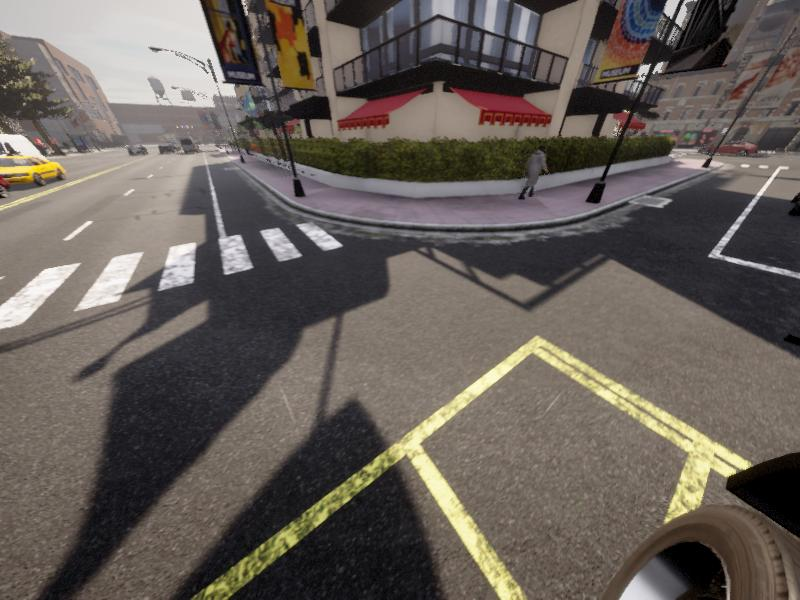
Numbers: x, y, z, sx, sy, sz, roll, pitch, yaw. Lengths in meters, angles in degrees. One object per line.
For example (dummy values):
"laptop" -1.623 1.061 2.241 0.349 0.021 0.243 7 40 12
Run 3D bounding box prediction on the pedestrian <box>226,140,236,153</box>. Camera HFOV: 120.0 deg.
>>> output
"pedestrian" -29.292 -26.666 40.023 0.751 1.860 0.751 -25 42 -31

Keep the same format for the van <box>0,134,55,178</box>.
"van" -30.387 -11.146 17.751 1.988 2.561 5.915 -22 40 -28

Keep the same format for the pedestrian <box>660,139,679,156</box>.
"pedestrian" 36.116 -20.476 30.990 0.751 1.860 0.751 -22 40 -27

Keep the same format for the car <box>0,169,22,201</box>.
"car" -18.353 -4.402 9.170 1.895 1.301 4.718 -22 41 -28

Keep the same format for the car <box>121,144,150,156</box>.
"car" -43.679 -24.964 38.332 2.128 1.511 4.902 -22 41 -28

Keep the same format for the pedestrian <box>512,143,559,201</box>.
"pedestrian" 5.124 -4.888 8.875 0.751 1.860 0.751 -9 36 -12

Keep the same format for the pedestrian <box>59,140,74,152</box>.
"pedestrian" -64.296 -29.624 44.495 0.751 1.860 0.751 -26 43 -32

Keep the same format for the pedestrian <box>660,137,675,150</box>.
"pedestrian" 46.286 -27.076 40.001 0.751 1.860 0.751 -10 36 -14

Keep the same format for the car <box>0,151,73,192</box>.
"car" -22.348 -7.746 13.694 1.801 1.575 5.366 -22 41 -28

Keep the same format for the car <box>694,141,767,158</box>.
"car" 43.013 -19.805 30.234 2.152 1.651 5.027 -18 39 -24

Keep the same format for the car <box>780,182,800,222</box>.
"car" 15.292 -3.668 7.775 5.357 1.411 2.033 -22 41 -28

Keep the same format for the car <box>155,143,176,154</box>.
"car" -42.711 -27.662 42.164 1.837 1.490 4.892 -22 41 -28

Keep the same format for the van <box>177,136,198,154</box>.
"van" -39.364 -28.868 42.941 1.988 2.561 5.915 -22 41 -28
